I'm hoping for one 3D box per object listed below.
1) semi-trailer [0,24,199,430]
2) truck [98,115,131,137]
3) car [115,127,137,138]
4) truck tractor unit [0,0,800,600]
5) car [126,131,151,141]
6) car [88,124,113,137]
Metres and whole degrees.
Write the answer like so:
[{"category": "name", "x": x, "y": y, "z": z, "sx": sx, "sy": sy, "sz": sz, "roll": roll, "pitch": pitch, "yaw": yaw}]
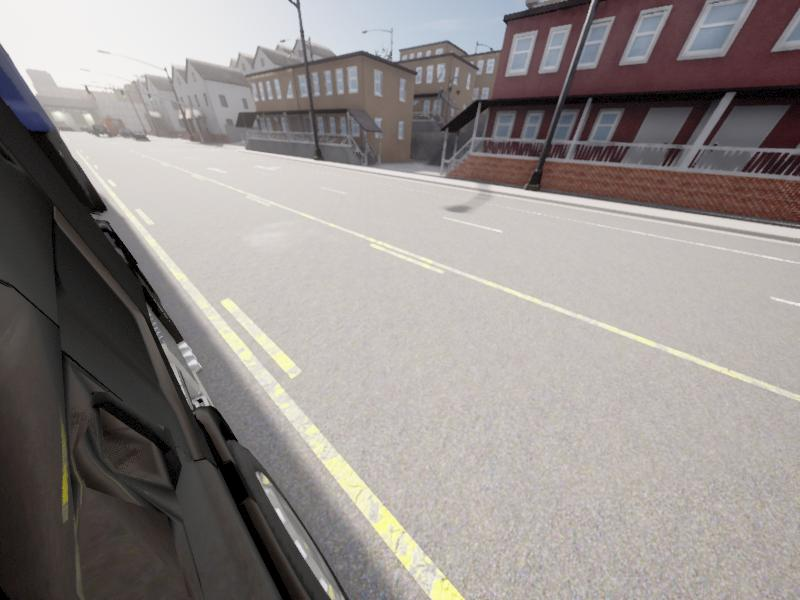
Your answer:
[{"category": "semi-trailer", "x": -8.690, "y": -3.525, "z": 4.361, "sx": 14.254, "sy": 4.402, "sz": 2.717, "roll": 27, "pitch": 41, "yaw": 31}, {"category": "truck", "x": -69.104, "y": -42.076, "z": 55.911, "sx": 8.468, "sy": 3.827, "sz": 2.891, "roll": 27, "pitch": 41, "yaw": 31}, {"category": "car", "x": -58.892, "y": -35.974, "z": 49.671, "sx": 4.553, "sy": 1.767, "sz": 2.097, "roll": 27, "pitch": 41, "yaw": 31}, {"category": "truck tractor unit", "x": -2.645, "y": -0.295, "z": 0.352, "sx": 6.516, "sy": 4.208, "sz": 3.053, "roll": 28, "pitch": 44, "yaw": 30}, {"category": "car", "x": -48.802, "y": -30.620, "z": 43.072, "sx": 5.357, "sy": 1.411, "sz": 2.033, "roll": 27, "pitch": 41, "yaw": 31}, {"category": "car", "x": -62.778, "y": -35.479, "z": 48.431, "sx": 5.566, "sy": 2.045, "sz": 2.150, "roll": 27, "pitch": 41, "yaw": 31}]
